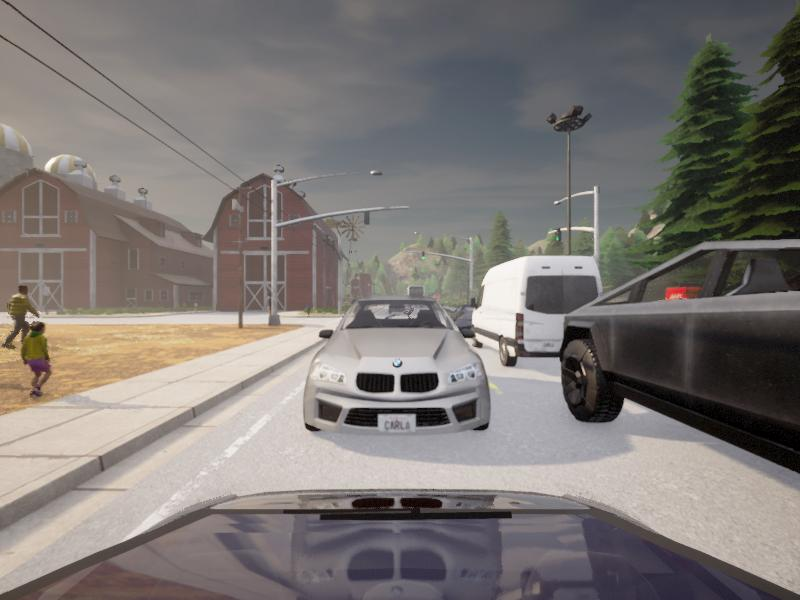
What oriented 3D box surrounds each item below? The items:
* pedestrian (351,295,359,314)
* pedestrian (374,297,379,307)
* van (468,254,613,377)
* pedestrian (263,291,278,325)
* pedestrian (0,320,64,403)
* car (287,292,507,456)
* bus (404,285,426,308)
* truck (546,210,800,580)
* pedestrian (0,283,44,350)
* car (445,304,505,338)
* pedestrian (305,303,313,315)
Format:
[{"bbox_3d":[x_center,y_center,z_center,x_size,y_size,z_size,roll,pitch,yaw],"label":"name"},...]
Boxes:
[{"bbox_3d":[-4.411,0.454,38.955,0.751,1.860,0.751,0,0,-7],"label":"pedestrian"},{"bbox_3d":[-4.373,0.427,74.269,0.751,1.860,0.751,0,0,-10],"label":"pedestrian"},{"bbox_3d":[3.428,0.314,11.310,1.988,2.561,5.915,0,0,0],"label":"van"},{"bbox_3d":[-7.405,0.444,22.842,0.751,1.860,0.751,0,0,-20],"label":"pedestrian"},{"bbox_3d":[-5.266,0.851,5.713,0.500,1.100,0.500,0,0,-1],"label":"pedestrian"},{"bbox_3d":[-0.049,0.751,6.378,2.242,1.667,4.611,0,0,-1],"label":"car"},{"bbox_3d":[2.894,-0.596,79.348,3.944,4.253,10.273,0,0,0],"label":"bus"},{"bbox_3d":[3.465,0.539,3.068,2.390,2.098,6.274,0,0,0],"label":"truck"},{"bbox_3d":[-11.001,0.449,11.607,0.751,1.860,0.751,0,0,22],"label":"pedestrian"},{"bbox_3d":[3.379,0.892,18.814,1.994,1.385,4.181,0,0,0],"label":"car"},{"bbox_3d":[-8.096,0.810,35.525,0.500,1.100,0.500,0,0,-34],"label":"pedestrian"}]
